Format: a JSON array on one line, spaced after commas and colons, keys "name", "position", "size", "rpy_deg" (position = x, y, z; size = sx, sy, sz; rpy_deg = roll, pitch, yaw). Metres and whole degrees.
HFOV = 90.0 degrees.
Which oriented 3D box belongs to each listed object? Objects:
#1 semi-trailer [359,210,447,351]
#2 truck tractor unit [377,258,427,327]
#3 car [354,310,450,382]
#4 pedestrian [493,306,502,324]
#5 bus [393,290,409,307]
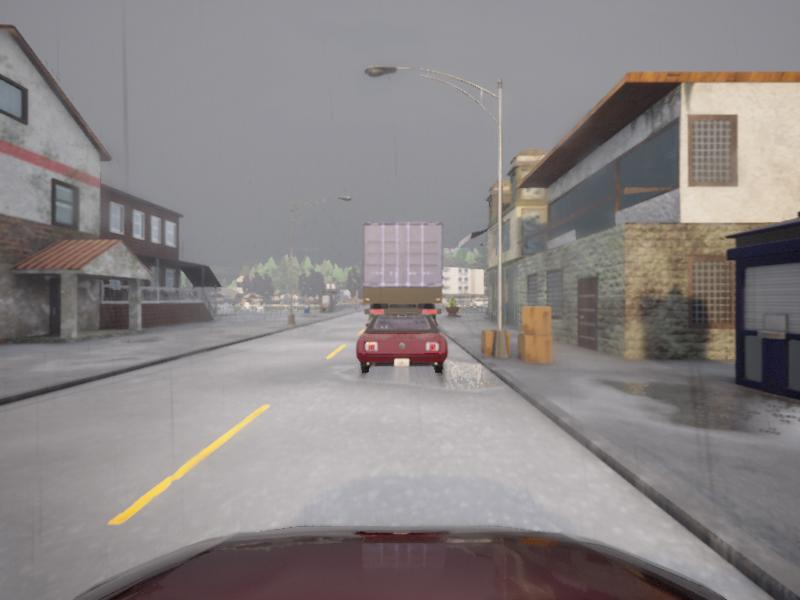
[{"name": "semi-trailer", "position": [0.109, -0.588, 19.599], "size": [2.717, 4.402, 14.254], "rpy_deg": [0, 0, 0]}, {"name": "truck tractor unit", "position": [0.129, -0.475, 27.510], "size": [3.053, 4.208, 6.516], "rpy_deg": [0, 0, 0]}, {"name": "car", "position": [0.047, 0.966, 10.223], "size": [1.895, 1.301, 4.718], "rpy_deg": [0, 0, 0]}, {"name": "pedestrian", "position": [6.078, 0.951, 24.938], "size": [0.500, 1.100, 0.500], "rpy_deg": [0, 0, 7]}, {"name": "bus", "position": [0.349, -0.382, 103.468], "size": [3.944, 4.253, 10.273], "rpy_deg": [0, 0, 2]}]
